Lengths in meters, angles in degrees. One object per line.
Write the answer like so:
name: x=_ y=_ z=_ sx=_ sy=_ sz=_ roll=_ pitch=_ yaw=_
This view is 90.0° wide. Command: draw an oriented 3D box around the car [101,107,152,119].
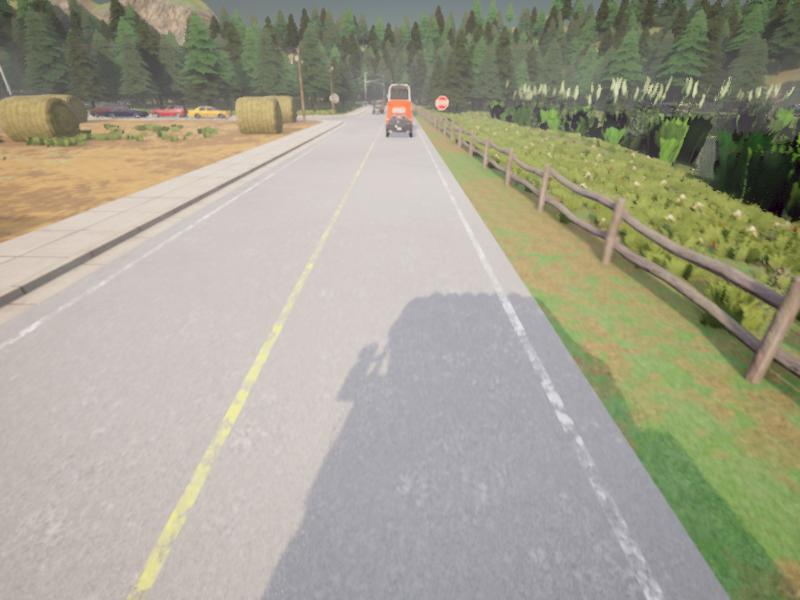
car: x=-34.223 y=-23.438 z=50.135 sx=4.718 sy=1.301 sz=1.895 roll=-1 pitch=27 yaw=-3

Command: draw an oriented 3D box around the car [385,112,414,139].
car: x=-0.059 y=-14.104 z=32.163 sx=2.152 sy=1.651 sz=5.027 roll=0 pitch=27 yaw=0

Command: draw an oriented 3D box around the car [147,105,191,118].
car: x=-30.732 y=-25.180 z=53.376 sx=4.514 sy=1.525 sz=2.007 roll=-1 pitch=27 yaw=-3

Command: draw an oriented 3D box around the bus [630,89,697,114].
bus: x=51.409 y=-39.110 z=78.668 sx=3.944 sy=4.253 sz=10.273 roll=-7 pitch=28 yaw=-15

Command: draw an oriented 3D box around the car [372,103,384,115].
car: x=-3.608 y=-31.099 z=65.107 sx=1.789 sy=1.549 sz=3.705 roll=0 pitch=27 yaw=0

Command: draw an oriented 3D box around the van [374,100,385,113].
van: x=-3.620 y=-34.504 z=71.251 sx=1.775 sy=1.987 sz=4.442 roll=0 pitch=27 yaw=0

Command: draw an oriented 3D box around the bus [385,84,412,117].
bus: x=-0.216 y=-31.410 z=62.829 sx=3.944 sy=4.253 sz=10.273 roll=0 pitch=27 yaw=0

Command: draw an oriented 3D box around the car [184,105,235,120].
car: x=-23.969 y=-23.732 z=50.560 sx=5.366 sy=1.575 sz=1.801 roll=-1 pitch=27 yaw=-3

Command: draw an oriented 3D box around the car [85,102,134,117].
car: x=-38.328 y=-25.196 z=52.940 sx=4.553 sy=1.767 sz=2.097 roll=-1 pitch=27 yaw=-3

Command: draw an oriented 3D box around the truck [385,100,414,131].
truck: x=-0.064 y=-17.704 z=38.216 sx=2.627 sy=2.467 sz=5.204 roll=0 pitch=27 yaw=0
